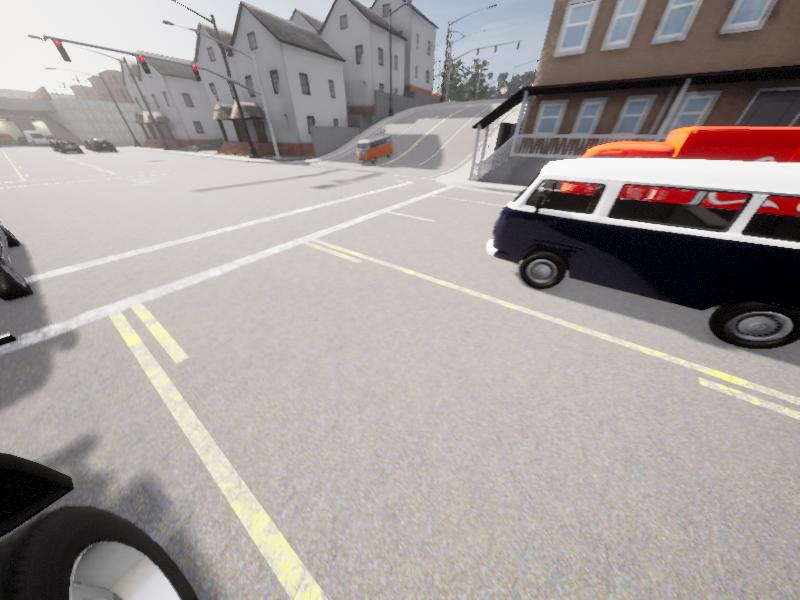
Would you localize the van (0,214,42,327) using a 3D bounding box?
[{"bbox_3d":[-8.465,-1.361,3.505,5.915,2.561,1.988,22,41,28],"label":"van"}]

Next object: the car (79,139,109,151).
[{"bbox_3d":[-50.554,-25.616,38.160,4.674,1.442,1.812,21,40,27],"label":"car"}]

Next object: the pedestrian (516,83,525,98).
[{"bbox_3d":[20.910,-36.247,39.975,0.751,1.860,0.751,6,36,7],"label":"pedestrian"}]

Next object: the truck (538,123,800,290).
[{"bbox_3d":[6.696,-2.435,5.297,5.204,2.467,2.627,23,41,29],"label":"truck"}]

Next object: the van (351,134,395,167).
[{"bbox_3d":[-2.557,-15.016,23.072,1.775,1.987,4.442,21,49,27],"label":"van"}]

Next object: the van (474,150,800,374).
[{"bbox_3d":[3.896,-1.028,3.639,4.480,2.038,2.069,22,41,28],"label":"van"}]

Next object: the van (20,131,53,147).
[{"bbox_3d":[-74.605,-33.064,47.367,5.915,2.561,1.988,19,39,24],"label":"van"}]

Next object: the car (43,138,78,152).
[{"bbox_3d":[-51.595,-23.580,35.095,5.238,1.638,1.930,21,40,26],"label":"car"}]

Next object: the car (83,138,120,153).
[{"bbox_3d":[-45.081,-23.385,34.885,4.611,1.667,2.242,22,41,28],"label":"car"}]

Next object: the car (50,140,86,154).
[{"bbox_3d":[-45.783,-21.151,31.842,4.514,1.525,2.007,22,41,28],"label":"car"}]
